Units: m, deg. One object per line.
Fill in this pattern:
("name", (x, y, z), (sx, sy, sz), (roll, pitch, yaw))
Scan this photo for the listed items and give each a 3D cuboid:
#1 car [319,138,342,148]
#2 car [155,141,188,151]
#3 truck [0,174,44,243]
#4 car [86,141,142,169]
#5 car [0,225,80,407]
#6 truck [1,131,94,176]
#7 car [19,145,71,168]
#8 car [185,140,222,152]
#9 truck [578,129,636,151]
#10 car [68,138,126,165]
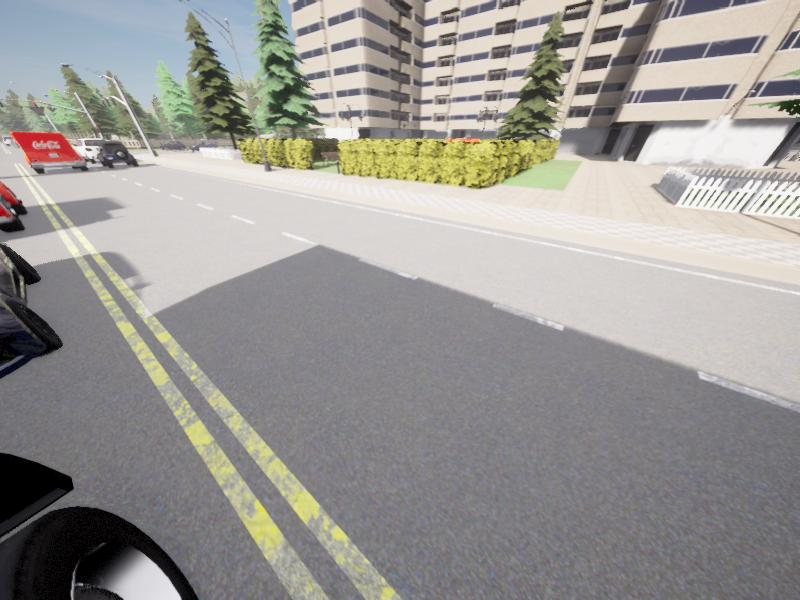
("car", (-18.187, -41.647, 61.121), (2.150, 2.045, 5.566), (22, 41, 28))
("car", (-42.419, -28.687, 42.957), (1.845, 1.501, 3.633), (22, 41, 28))
("truck", (-12.719, -3.047, 6.002), (5.204, 2.467, 2.627), (22, 41, 28))
("car", (-24.872, -12.688, 20.099), (3.866, 1.878, 1.905), (22, 41, 28))
("car", (-6.275, -0.085, 2.546), (4.611, 1.667, 2.242), (22, 41, 28))
("truck", (-26.121, -10.974, 17.155), (5.204, 2.467, 2.627), (22, 41, 28))
("car", (-31.455, -12.760, 20.466), (3.633, 1.501, 1.845), (22, 41, 28))
("car", (-37.329, -29.321, 43.922), (2.242, 1.667, 4.611), (22, 41, 28))
("truck", (45.266, -35.335, 50.976), (8.468, 3.827, 2.891), (22, 41, 28))
("car", (-30.668, -15.111, 23.361), (5.566, 2.045, 2.150), (22, 41, 28))
